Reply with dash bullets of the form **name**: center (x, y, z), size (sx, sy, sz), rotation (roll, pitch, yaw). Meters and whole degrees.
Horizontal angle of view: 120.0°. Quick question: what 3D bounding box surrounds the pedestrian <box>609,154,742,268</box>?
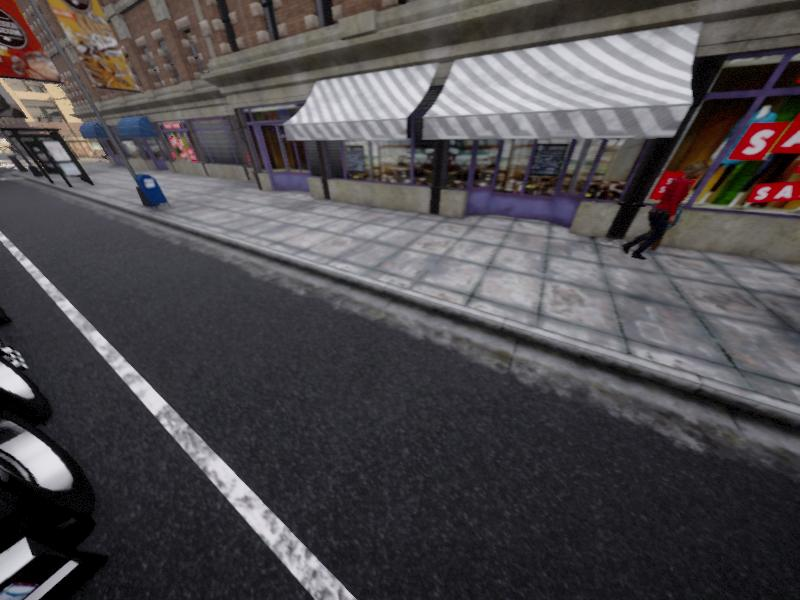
- **pedestrian**: center (5.025, -1.676, 4.438), size (0.751, 1.860, 0.751), rotation (16, 38, 23)

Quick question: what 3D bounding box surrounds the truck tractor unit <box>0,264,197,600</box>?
- **truck tractor unit**: center (-5.119, -0.289, 0.791), size (6.516, 4.208, 3.053), rotation (18, 39, 24)

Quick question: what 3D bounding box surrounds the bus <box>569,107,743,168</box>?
- **bus**: center (23.898, -16.076, 23.157), size (10.273, 4.253, 3.944), rotation (18, 39, 24)

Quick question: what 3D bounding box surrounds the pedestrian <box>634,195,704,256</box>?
- **pedestrian**: center (5.746, -1.598, 4.984), size (0.500, 1.100, 0.500), rotation (-25, 41, -30)
